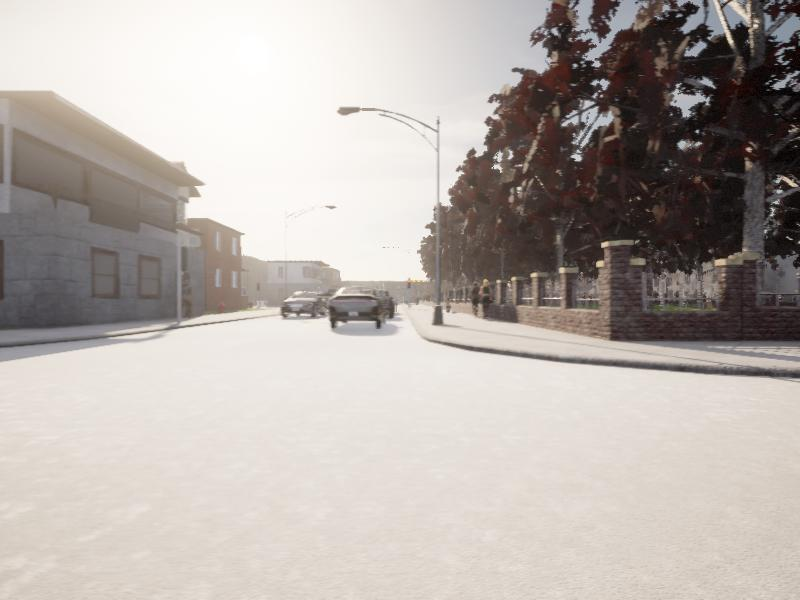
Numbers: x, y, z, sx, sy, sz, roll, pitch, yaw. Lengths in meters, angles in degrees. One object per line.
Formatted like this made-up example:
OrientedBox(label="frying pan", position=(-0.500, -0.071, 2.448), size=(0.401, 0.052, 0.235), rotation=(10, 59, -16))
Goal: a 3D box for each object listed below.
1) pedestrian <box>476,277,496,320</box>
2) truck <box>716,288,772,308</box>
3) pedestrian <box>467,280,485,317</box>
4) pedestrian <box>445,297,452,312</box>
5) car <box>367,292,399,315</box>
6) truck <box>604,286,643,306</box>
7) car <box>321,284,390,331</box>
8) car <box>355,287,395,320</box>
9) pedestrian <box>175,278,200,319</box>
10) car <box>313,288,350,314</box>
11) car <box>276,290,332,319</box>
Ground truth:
OrientedBox(label="pedestrian", position=(3.856, -0.067, 17.927), size=(0.751, 1.860, 0.751), rotation=(0, 0, 1))
OrientedBox(label="truck", position=(43.798, -0.251, 51.151), size=(2.627, 2.467, 5.204), rotation=(0, -1, 0))
OrientedBox(label="pedestrian", position=(3.862, -0.067, 20.423), size=(0.751, 1.860, 0.751), rotation=(0, 0, 0))
OrientedBox(label="pedestrian", position=(3.592, 0.312, 29.613), size=(0.500, 1.100, 0.500), rotation=(0, 0, 7))
OrientedBox(label="car", position=(-1.261, 0.237, 29.516), size=(2.128, 1.511, 4.902), rotation=(0, 0, -3))
OrientedBox(label="truck", position=(43.747, -0.720, 78.627), size=(2.891, 3.827, 8.468), rotation=(0, 0, 0))
OrientedBox(label="car", position=(-1.513, 0.237, 15.444), size=(2.128, 1.511, 4.902), rotation=(0, 0, 0))
OrientedBox(label="car", position=(-1.320, 0.179, 22.658), size=(2.033, 1.649, 4.856), rotation=(0, 0, -2))
OrientedBox(label="pedestrian", position=(-9.878, -0.071, 18.639), size=(0.751, 1.860, 0.751), rotation=(0, 0, 0))
OrientedBox(label="car", position=(-5.201, 0.055, 30.983), size=(1.932, 1.855, 4.605), rotation=(0, 0, 3))
OrientedBox(label="car", position=(-5.504, 0.239, 23.536), size=(2.128, 1.511, 4.902), rotation=(0, 0, 0))
